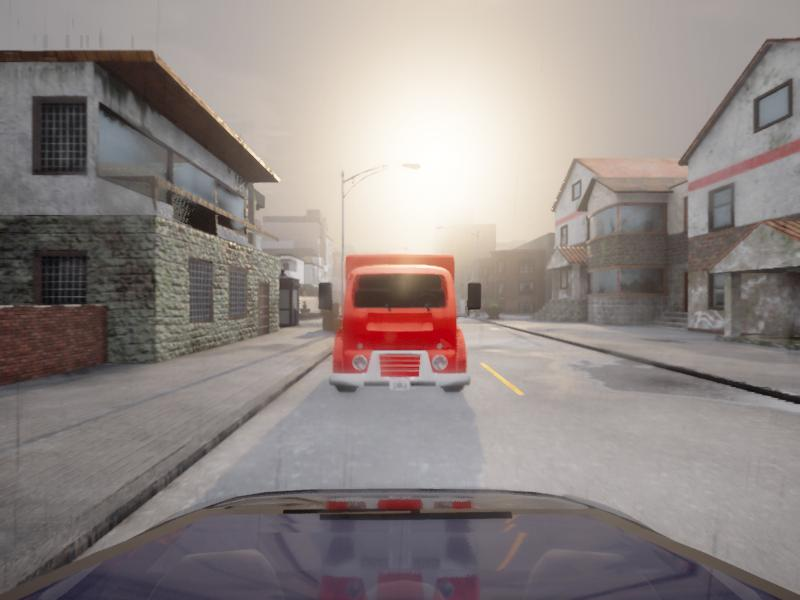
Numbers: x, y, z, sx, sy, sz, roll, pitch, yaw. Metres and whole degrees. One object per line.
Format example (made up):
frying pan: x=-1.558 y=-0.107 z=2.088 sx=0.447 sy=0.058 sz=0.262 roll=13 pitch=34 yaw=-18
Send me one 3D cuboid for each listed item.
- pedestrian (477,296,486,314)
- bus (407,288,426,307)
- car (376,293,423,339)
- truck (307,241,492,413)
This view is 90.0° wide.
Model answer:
pedestrian: x=8.669 y=0.492 z=42.465 sx=0.751 sy=1.860 sz=0.751 roll=0 pitch=0 yaw=0
bus: x=3.820 y=-0.630 z=94.024 sx=3.944 sy=4.253 sz=10.273 roll=0 pitch=0 yaw=0
car: x=-0.013 y=0.626 z=18.126 sx=1.905 sy=1.878 sz=3.866 roll=0 pitch=0 yaw=0
truck: x=-0.006 y=0.332 z=8.321 sx=2.627 sy=2.467 sz=5.204 roll=0 pitch=1 yaw=0
